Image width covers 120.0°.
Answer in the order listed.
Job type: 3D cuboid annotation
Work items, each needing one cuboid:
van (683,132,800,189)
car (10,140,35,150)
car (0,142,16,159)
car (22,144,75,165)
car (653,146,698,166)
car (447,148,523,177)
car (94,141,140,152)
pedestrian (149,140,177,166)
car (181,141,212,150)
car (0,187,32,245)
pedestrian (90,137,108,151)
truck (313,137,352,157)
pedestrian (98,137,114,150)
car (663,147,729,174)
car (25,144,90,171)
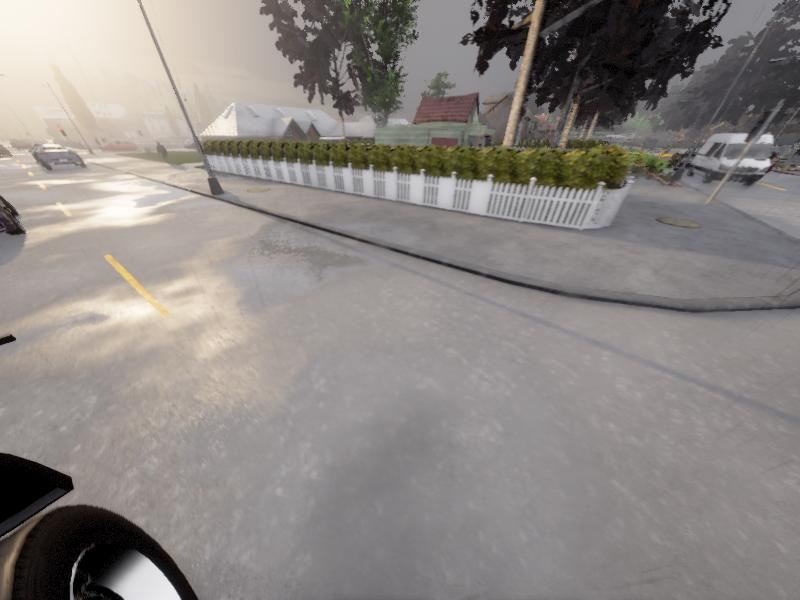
[{"bbox_3d":[20.872,-8.950,14.584,1.988,2.561,5.915,22,41,28],"label":"van"},{"bbox_3d":[-72.702,-29.842,44.458,4.181,1.385,1.994,22,41,28],"label":"car"},{"bbox_3d":[-48.558,-17.662,27.241,2.007,1.525,4.514,-25,42,-31],"label":"car"},{"bbox_3d":[-34.095,-14.180,22.417,4.974,1.542,2.038,22,41,28],"label":"car"},{"bbox_3d":[29.375,-15.536,24.820,1.801,1.575,5.366,22,41,28],"label":"car"},{"bbox_3d":[5.554,-9.284,15.481,4.181,1.381,1.994,22,41,28],"label":"car"},{"bbox_3d":[-48.193,-26.302,39.502,2.007,1.525,4.514,22,40,27],"label":"car"},{"bbox_3d":[-20.198,-12.564,19.729,0.751,1.860,0.751,18,39,23],"label":"pedestrian"},{"bbox_3d":[-41.615,-31.706,47.268,1.816,1.474,4.193,22,41,28],"label":"car"},{"bbox_3d":[-12.286,-2.542,5.965,4.611,1.667,2.242,22,41,28],"label":"car"},{"bbox_3d":[-51.158,-26.529,39.258,0.751,1.860,0.751,2,35,2],"label":"pedestrian"},{"bbox_3d":[-8.777,-20.398,30.671,2.069,2.038,4.478,22,41,28],"label":"truck"},{"bbox_3d":[-50.888,-27.037,39.980,0.751,1.860,0.751,20,40,25],"label":"pedestrian"},{"bbox_3d":[25.265,-12.177,19.985,2.152,1.651,5.027,22,41,28],"label":"car"},{"bbox_3d":[-28.277,-11.847,19.076,5.027,1.651,2.152,22,41,28],"label":"car"}]
